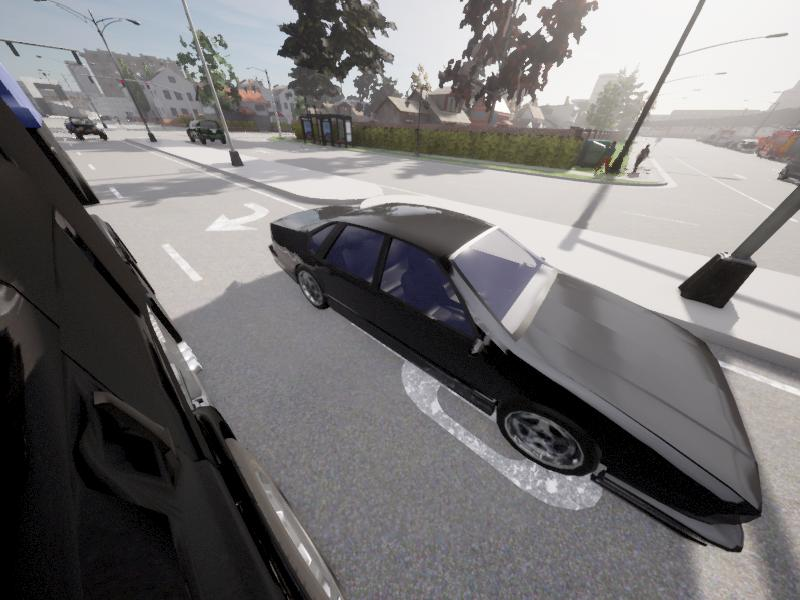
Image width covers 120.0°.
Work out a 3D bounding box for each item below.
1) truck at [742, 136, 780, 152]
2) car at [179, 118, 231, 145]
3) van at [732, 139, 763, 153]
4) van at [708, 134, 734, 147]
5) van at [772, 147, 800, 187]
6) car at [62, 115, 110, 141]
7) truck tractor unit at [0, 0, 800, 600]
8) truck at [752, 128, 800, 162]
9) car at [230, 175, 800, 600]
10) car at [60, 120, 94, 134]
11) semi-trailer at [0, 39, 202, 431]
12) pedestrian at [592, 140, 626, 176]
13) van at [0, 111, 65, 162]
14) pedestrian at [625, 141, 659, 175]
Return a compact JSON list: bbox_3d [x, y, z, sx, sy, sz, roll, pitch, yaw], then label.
[{"bbox_3d":[77.981,-33.876,50.016,2.627,2.467,5.204,28,45,30],"label":"truck"},{"bbox_3d":[-20.597,-17.779,24.387,5.566,2.045,2.150,28,43,29],"label":"car"},{"bbox_3d":[69.513,-30.979,46.313,2.069,2.038,4.480,28,45,30],"label":"van"},{"bbox_3d":[85.463,-42.585,61.565,2.351,2.431,6.366,28,45,30],"label":"van"},{"bbox_3d":[29.171,-9.203,15.662,1.988,2.561,5.915,28,44,30],"label":"van"},{"bbox_3d":[-30.389,-16.639,22.374,3.866,1.878,1.905,28,43,29],"label":"car"},{"bbox_3d":[-2.645,-0.295,0.352,6.516,4.208,3.053,28,44,30],"label":"truck tractor unit"},{"bbox_3d":[57.806,-23.262,34.447,2.891,3.827,8.468,28,45,30],"label":"truck"},{"bbox_3d":[0.358,-0.296,2.898,5.357,1.411,2.033,28,43,29],"label":"car"},{"bbox_3d":[-41.156,-22.047,29.416,4.718,1.301,1.895,28,43,29],"label":"car"},{"bbox_3d":[-8.726,-3.588,4.197,14.254,4.402,2.717,28,44,29],"label":"semi-trailer"},{"bbox_3d":[13.264,-9.043,14.715,0.751,1.860,0.751,18,39,19],"label":"pedestrian"},{"bbox_3d":[-21.320,-9.218,12.909,4.480,2.038,2.069,28,43,29],"label":"van"},{"bbox_3d":[16.467,-9.659,15.741,0.751,1.860,0.751,-25,45,-32],"label":"pedestrian"}]
